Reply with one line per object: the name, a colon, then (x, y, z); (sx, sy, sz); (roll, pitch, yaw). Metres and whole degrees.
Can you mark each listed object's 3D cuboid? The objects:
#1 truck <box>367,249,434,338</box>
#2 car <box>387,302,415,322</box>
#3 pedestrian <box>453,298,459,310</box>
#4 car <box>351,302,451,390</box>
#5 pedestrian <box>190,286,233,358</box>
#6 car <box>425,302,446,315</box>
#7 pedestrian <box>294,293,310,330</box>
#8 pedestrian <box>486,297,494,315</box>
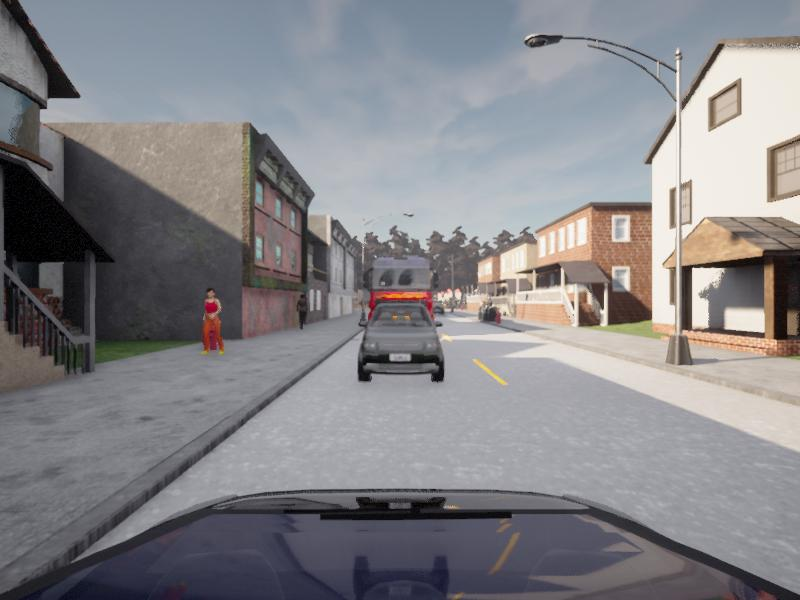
truck: (0.040, -0.262, 21.514); (2.891, 3.827, 8.468); (0, 0, 0)
car: (0.066, 0.940, 33.192); (2.163, 1.488, 4.792); (0, 0, 0)
pedestrian: (8.704, 0.690, 62.383); (0.751, 1.860, 0.751); (0, 0, -3)
car: (0.021, 0.839, 9.062); (1.789, 1.549, 3.705); (0, 0, 0)
pedestrian: (-5.036, 0.564, 10.718); (0.751, 1.860, 0.751); (0, 0, 11)
car: (4.095, 0.953, 47.403); (2.038, 1.542, 4.974); (0, 0, 0)
pedestrian: (-5.096, 0.590, 20.812); (0.751, 1.860, 0.751); (0, 0, -16)
pedestrian: (9.331, 0.643, 41.352); (0.751, 1.860, 0.751); (0, 0, 19)
